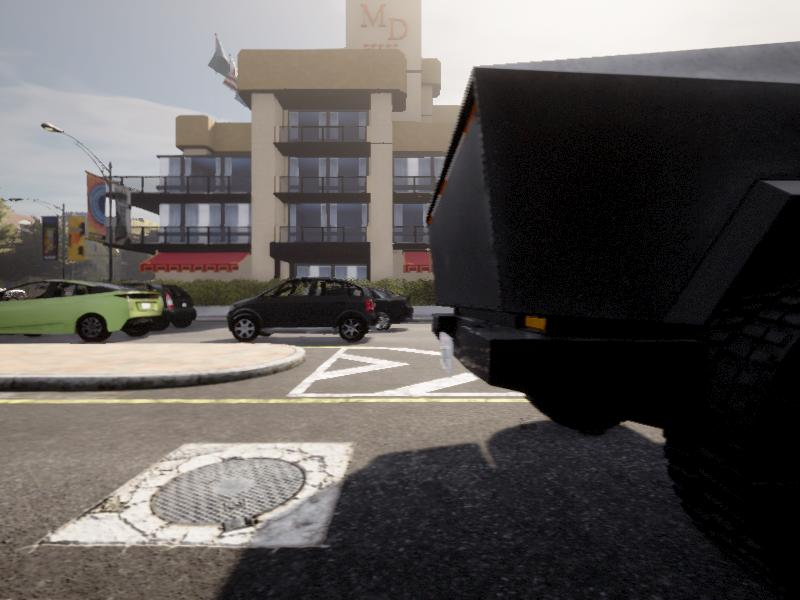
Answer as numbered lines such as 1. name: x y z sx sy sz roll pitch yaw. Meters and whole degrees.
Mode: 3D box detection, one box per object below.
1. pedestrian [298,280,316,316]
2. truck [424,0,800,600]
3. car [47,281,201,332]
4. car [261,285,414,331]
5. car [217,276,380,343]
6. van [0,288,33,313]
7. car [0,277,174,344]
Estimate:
1. pedestrian: -4.846 -0.101 20.902 0.751 1.860 0.751 0 0 0
2. truck: 3.346 -0.064 2.204 6.274 2.098 2.390 0 0 0
3. car: -9.250 0.212 13.685 3.988 1.617 1.851 0 0 0
4. car: -1.993 0.252 13.694 4.892 1.490 1.837 0 0 0
5. car: -2.394 0.223 10.193 3.705 1.549 1.789 0 0 0
6. van: -34.532 0.052 34.313 2.069 2.038 4.480 0 0 0
7. car: -8.577 0.250 10.175 4.514 1.525 2.007 0 0 0
